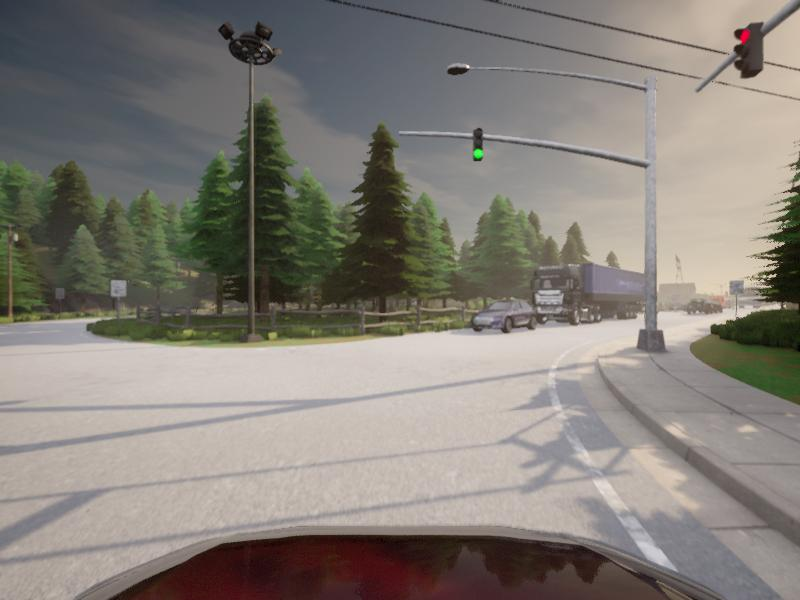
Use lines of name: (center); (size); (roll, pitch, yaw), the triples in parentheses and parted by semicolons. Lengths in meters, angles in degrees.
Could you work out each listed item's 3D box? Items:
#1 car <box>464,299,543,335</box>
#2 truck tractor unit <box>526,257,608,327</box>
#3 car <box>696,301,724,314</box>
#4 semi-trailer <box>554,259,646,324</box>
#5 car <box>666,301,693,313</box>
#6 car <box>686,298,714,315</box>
car: (5.586, 0.803, 21.113); (2.033, 1.649, 4.856); (0, 0, 42)
truck tractor unit: (11.592, -0.482, 27.497); (3.053, 4.208, 6.516); (0, 0, 44)
car: (39.235, 0.886, 50.624); (4.514, 1.525, 2.007); (0, 0, -42)
semi-trailer: (17.080, -0.576, 33.197); (2.717, 4.402, 14.254); (0, 0, 44)
car: (38.240, 0.897, 54.668); (4.902, 1.511, 2.128); (0, 0, -44)
car: (34.543, 0.703, 46.071); (4.605, 1.855, 1.932); (0, 0, -45)
